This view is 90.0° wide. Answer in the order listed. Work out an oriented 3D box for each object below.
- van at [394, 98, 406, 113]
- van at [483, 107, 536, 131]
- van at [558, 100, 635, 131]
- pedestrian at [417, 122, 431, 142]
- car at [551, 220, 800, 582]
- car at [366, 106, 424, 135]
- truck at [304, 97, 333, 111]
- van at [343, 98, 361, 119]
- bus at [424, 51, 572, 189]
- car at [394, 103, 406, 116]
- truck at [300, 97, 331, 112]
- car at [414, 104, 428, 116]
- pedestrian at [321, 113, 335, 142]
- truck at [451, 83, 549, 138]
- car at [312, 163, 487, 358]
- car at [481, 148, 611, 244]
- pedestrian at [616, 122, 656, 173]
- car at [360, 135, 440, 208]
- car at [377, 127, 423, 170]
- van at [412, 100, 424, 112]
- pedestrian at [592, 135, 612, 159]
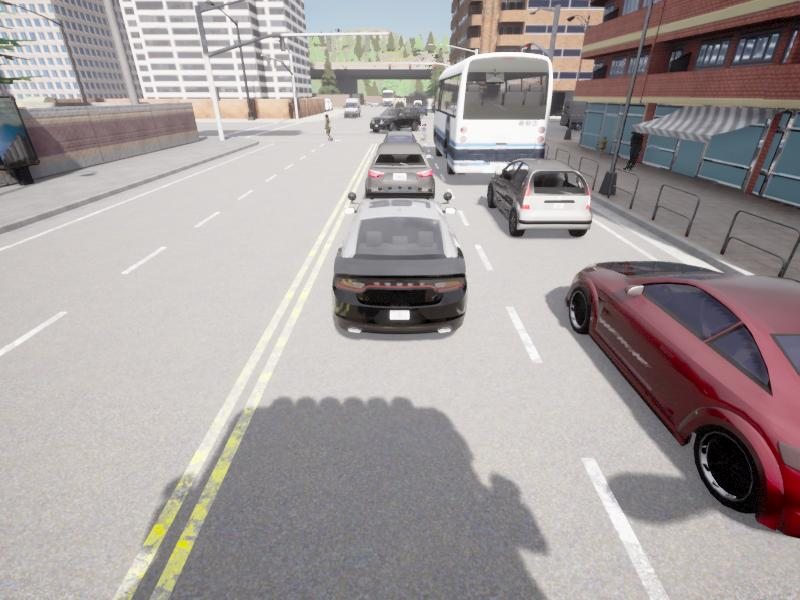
[{"bbox_3d":[0.001,-38.256,78.534,2.351,2.431,6.366,0,27,0],"label":"van"},{"bbox_3d":[10.386,-17.333,38.242,4.442,1.987,1.775,0,27,0],"label":"van"},{"bbox_3d":[18.500,-17.520,38.001,5.915,2.561,1.988,0,27,0],"label":"van"},{"bbox_3d":[1.727,-11.959,28.464,0.751,1.300,0.751,10,29,18],"label":"pedestrian"},{"bbox_3d":[3.521,0.391,4.367,1.994,1.385,4.181,-1,27,-2],"label":"car"},{"bbox_3d":[-0.333,-16.098,35.768,2.150,2.045,5.566,19,33,32],"label":"car"},{"bbox_3d":[-16.173,-39.127,79.893,5.204,2.467,2.615,0,27,0],"label":"truck"},{"bbox_3d":[-7.005,-28.400,59.209,1.988,2.561,5.915,0,27,0],"label":"van"},{"bbox_3d":[3.381,-8.228,18.012,3.944,4.253,10.273,0,27,0],"label":"bus"},{"bbox_3d":[-0.001,-31.004,64.997,1.905,1.878,3.866,0,27,0],"label":"car"},{"bbox_3d":[-16.167,-37.535,76.789,5.204,2.467,2.615,0,27,0],"label":"truck"},{"bbox_3d":[3.503,-31.612,66.469,2.033,1.649,4.856,0,27,0],"label":"car"},{"bbox_3d":[-5.060,-12.212,28.342,0.751,1.860,0.751,-1,27,-3],"label":"pedestrian"},{"bbox_3d":[8.455,-16.070,33.766,8.468,3.827,2.891,-19,33,-33],"label":"truck"},{"bbox_3d":[-0.002,-1.177,7.125,1.930,1.638,5.238,0,27,0],"label":"car"},{"bbox_3d":[3.503,-2.902,10.527,1.851,1.617,3.988,0,27,0],"label":"car"},{"bbox_3d":[9.576,-6.197,16.286,0.751,1.860,0.751,-1,27,-1],"label":"pedestrian"},{"bbox_3d":[0.001,-4.559,13.686,2.242,1.667,4.611,0,27,0],"label":"car"},{"bbox_3d":[0.002,-7.804,20.315,2.033,1.411,5.357,0,27,0],"label":"car"},{"bbox_3d":[3.499,-38.501,79.453,2.069,2.038,4.480,0,27,0],"label":"van"},{"bbox_3d":[10.053,-7.618,19.926,0.500,1.100,0.500,1,27,1],"label":"pedestrian"}]
